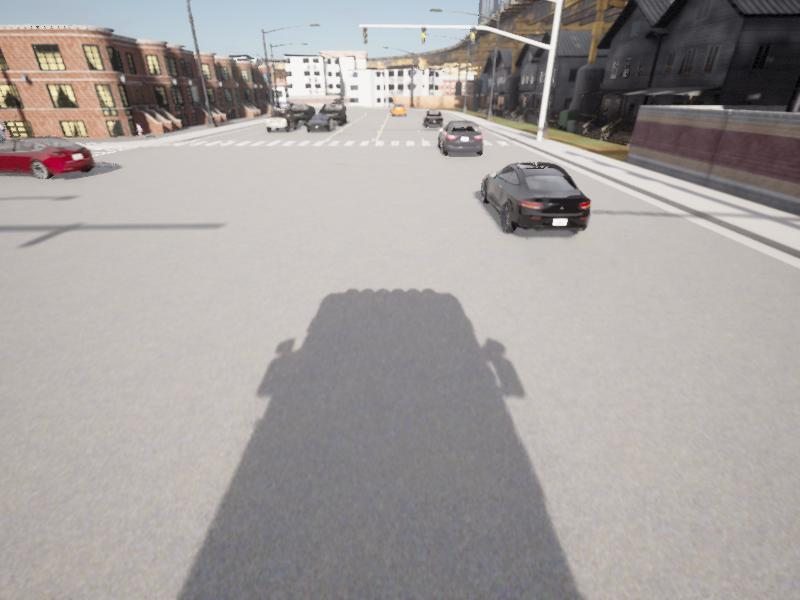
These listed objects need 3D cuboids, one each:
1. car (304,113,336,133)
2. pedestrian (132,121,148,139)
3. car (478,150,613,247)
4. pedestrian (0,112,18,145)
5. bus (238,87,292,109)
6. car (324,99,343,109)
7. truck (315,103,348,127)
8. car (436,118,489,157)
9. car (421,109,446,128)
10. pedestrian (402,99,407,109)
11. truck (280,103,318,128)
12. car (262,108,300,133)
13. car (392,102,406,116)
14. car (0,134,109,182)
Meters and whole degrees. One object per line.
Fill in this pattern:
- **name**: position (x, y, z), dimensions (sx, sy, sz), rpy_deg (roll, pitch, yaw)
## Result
- **car**: position (-7.080, -15.839, 35.796), dimensions (1.994, 1.385, 4.181), rpy_deg (0, 27, 0)
- **pedestrian**: position (-18.752, -12.268, 28.857), dimensions (0.500, 1.100, 0.500), rpy_deg (14, 30, 25)
- **car**: position (3.446, -2.888, 10.578), dimensions (1.812, 1.442, 4.674), rpy_deg (0, 27, 0)
- **pedestrian**: position (-25.289, -10.846, 25.296), dimensions (0.751, 1.860, 0.751), rpy_deg (-1, 27, -1)
- **bus**: position (-30.573, -45.979, 91.134), dimensions (10.273, 4.253, 3.944), rpy_deg (1, 27, 2)
- **car**: position (-15.074, -44.536, 90.867), dimensions (3.866, 1.878, 1.905), rpy_deg (13, 30, 24)
- **truck**: position (-7.090, -19.696, 42.472), dimensions (2.390, 2.098, 6.274), rpy_deg (0, 27, 0)
- **car**: position (3.432, -9.426, 22.994), dimensions (2.242, 1.667, 4.611), rpy_deg (0, 27, 0)
- **car**: position (3.410, -18.795, 41.312), dimensions (2.128, 1.511, 4.902), rpy_deg (0, 27, 0)
- **pedestrian**: position (1.023, -41.142, 83.839), dimensions (0.751, 1.860, 0.751), rpy_deg (-14, 30, -24)
- **truck**: position (-10.590, -19.769, 42.628), dimensions (2.390, 2.098, 6.274), rpy_deg (0, 27, 0)
- **car**: position (-10.582, -16.148, 35.857), dimensions (1.932, 1.855, 4.605), rpy_deg (0, 27, 0)
- **car**: position (-0.150, -28.854, 60.503), dimensions (2.097, 1.767, 4.553), rpy_deg (-1, 27, -1)
- **car**: position (-15.219, -5.954, 16.570), dimensions (4.792, 1.488, 2.163), rpy_deg (6, 28, 12)
